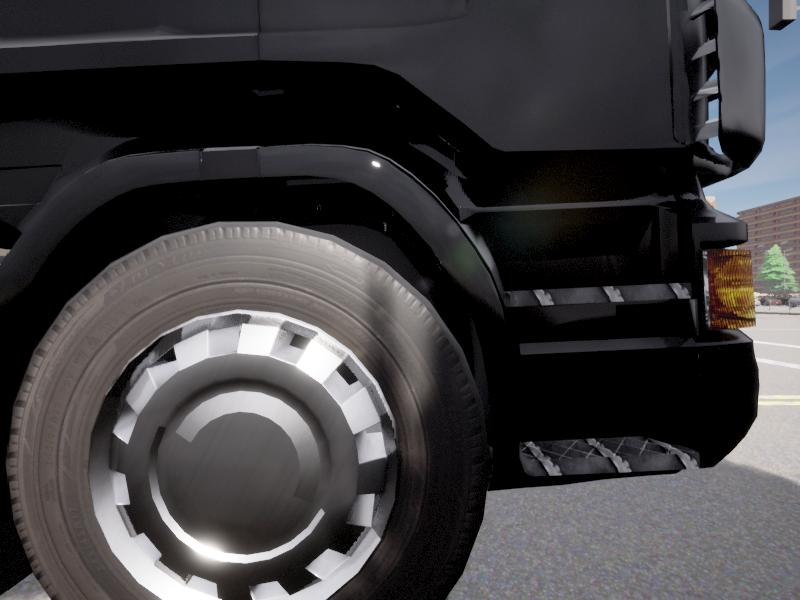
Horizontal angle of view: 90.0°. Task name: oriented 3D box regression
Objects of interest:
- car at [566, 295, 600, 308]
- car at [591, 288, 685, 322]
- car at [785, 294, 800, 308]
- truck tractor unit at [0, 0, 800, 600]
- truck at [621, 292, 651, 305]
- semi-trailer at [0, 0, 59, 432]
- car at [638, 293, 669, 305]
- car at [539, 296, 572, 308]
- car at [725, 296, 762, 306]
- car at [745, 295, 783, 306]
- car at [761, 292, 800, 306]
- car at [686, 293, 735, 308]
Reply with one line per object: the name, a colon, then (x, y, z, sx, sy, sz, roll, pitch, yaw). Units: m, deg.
car: (22.651, 0.223, 49.711, 1.882, 1.535, 5.008, 0, 0, 0)
car: (12.204, 0.226, 20.996, 2.038, 1.542, 4.974, 0, 0, 1)
car: (42.382, 0.139, 41.054, 1.970, 1.475, 3.806, 0, 0, 0)
truck tractor unit: (-2.245, -1.115, 2.198, 6.516, 4.208, 3.053, 0, 0, 0)
truck: (36.761, -0.198, 62.541, 2.069, 2.038, 4.478, 0, 0, 0)
semi-trailer: (-10.157, -1.217, 2.192, 14.254, 4.402, 2.717, 0, 0, 0)
car: (39.656, -0.103, 62.608, 1.932, 1.855, 4.605, 0, 0, 0)
car: (19.150, 0.251, 49.516, 2.163, 1.488, 4.792, 0, 0, 0)
car: (48.166, 0.139, 56.150, 1.970, 1.475, 3.806, 0, 0, 0)
car: (51.061, 0.107, 56.146, 1.784, 1.438, 3.905, 0, 0, 0)
car: (53.744, -0.103, 56.194, 1.932, 1.855, 4.605, 0, 0, 0)
car: (36.762, 0.067, 47.496, 2.242, 1.667, 4.611, 0, 0, 0)
